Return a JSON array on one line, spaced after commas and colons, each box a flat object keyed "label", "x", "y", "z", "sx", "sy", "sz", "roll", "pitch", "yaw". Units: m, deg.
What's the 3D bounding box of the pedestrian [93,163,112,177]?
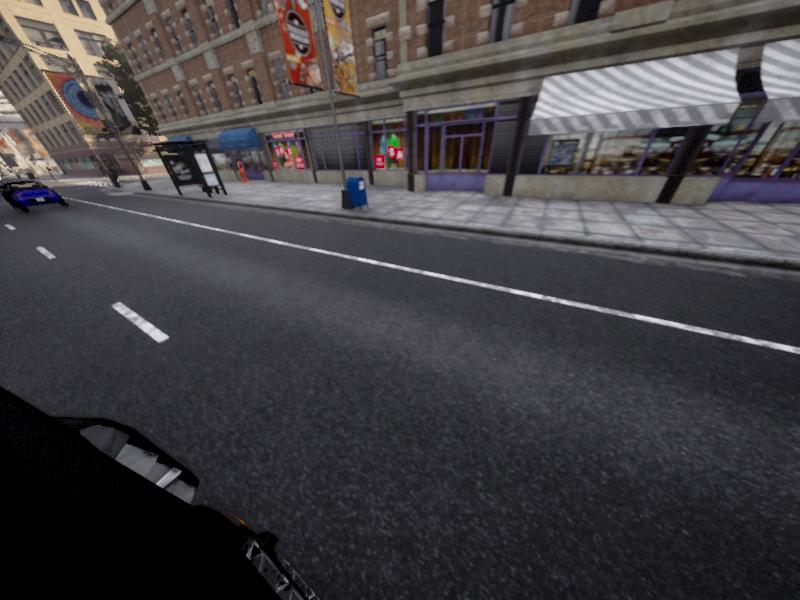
[{"label": "pedestrian", "x": -46.570, "y": -20.353, "z": 36.178, "sx": 0.751, "sy": 1.860, "sz": 0.751, "roll": -11, "pitch": 34, "yaw": -12}]

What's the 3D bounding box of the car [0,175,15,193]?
[{"label": "car", "x": -43.403, "y": -12.276, "z": 24.416, "sx": 4.514, "sy": 1.525, "sz": 2.007, "roll": 16, "pitch": 38, "yaw": 26}]

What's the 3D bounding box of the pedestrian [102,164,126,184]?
[{"label": "pedestrian", "x": -31.854, "y": -14.008, "z": 25.768, "sx": 0.751, "sy": 1.860, "sz": 0.751, "roll": 15, "pitch": 38, "yaw": 25}]

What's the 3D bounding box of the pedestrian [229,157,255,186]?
[{"label": "pedestrian", "x": -11.853, "y": -9.629, "z": 17.344, "sx": 0.751, "sy": 1.860, "sz": 0.751, "roll": 12, "pitch": 37, "yaw": 22}]

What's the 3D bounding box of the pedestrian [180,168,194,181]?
[{"label": "pedestrian", "x": -21.507, "y": -12.678, "z": 23.368, "sx": 0.500, "sy": 1.100, "sz": 0.500, "roll": 17, "pitch": 38, "yaw": 27}]

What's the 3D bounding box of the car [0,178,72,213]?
[{"label": "car", "x": -22.462, "y": -6.433, "z": 14.044, "sx": 4.193, "sy": 1.474, "sz": 1.816, "roll": 16, "pitch": 38, "yaw": 26}]
